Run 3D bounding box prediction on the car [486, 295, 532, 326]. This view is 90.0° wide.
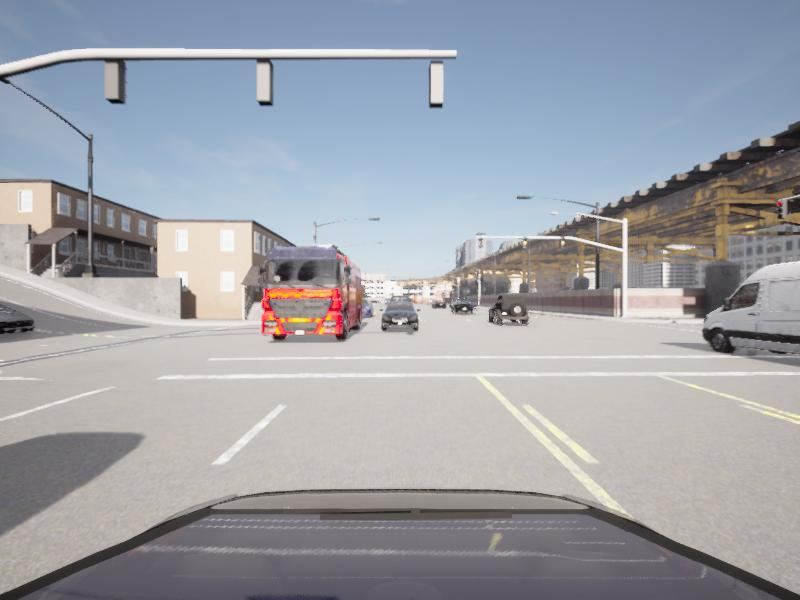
[{"bbox_3d":[7.004,0.635,26.063,1.905,1.878,3.866,0,0,0],"label":"car"}]

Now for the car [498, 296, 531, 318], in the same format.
[{"bbox_3d":[10.505,0.630,36.988,1.905,1.878,3.866,0,0,0],"label":"car"}]

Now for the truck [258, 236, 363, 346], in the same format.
[{"bbox_3d":[-3.505,-0.325,18.190,2.891,3.827,8.468,0,0,0],"label":"truck"}]

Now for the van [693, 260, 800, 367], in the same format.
[{"bbox_3d":[10.509,0.319,10.023,1.988,2.561,5.915,0,0,0],"label":"van"}]

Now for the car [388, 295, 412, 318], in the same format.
[{"bbox_3d":[0.002,0.551,38.330,2.150,2.045,5.566,0,0,0],"label":"car"}]

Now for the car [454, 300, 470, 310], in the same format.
[{"bbox_3d":[10.507,0.794,68.074,1.882,1.535,5.008,0,0,0],"label":"car"}]

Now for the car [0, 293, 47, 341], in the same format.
[{"bbox_3d":[-18.254,0.212,16.477,5.357,1.411,2.033,15,0,-2],"label":"car"}]

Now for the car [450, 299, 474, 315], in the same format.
[{"bbox_3d":[7.004,0.751,45.666,1.930,1.638,5.238,0,0,0],"label":"car"}]

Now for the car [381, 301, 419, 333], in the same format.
[{"bbox_3d":[0.003,0.837,21.472,1.837,1.490,4.892,0,0,0],"label":"car"}]

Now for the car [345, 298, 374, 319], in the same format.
[{"bbox_3d":[-3.498,0.679,35.463,2.097,1.767,4.553,0,0,0],"label":"car"}]

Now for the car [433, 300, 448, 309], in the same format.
[{"bbox_3d":[7.006,0.821,70.328,2.163,1.488,4.792,0,0,0],"label":"car"}]
